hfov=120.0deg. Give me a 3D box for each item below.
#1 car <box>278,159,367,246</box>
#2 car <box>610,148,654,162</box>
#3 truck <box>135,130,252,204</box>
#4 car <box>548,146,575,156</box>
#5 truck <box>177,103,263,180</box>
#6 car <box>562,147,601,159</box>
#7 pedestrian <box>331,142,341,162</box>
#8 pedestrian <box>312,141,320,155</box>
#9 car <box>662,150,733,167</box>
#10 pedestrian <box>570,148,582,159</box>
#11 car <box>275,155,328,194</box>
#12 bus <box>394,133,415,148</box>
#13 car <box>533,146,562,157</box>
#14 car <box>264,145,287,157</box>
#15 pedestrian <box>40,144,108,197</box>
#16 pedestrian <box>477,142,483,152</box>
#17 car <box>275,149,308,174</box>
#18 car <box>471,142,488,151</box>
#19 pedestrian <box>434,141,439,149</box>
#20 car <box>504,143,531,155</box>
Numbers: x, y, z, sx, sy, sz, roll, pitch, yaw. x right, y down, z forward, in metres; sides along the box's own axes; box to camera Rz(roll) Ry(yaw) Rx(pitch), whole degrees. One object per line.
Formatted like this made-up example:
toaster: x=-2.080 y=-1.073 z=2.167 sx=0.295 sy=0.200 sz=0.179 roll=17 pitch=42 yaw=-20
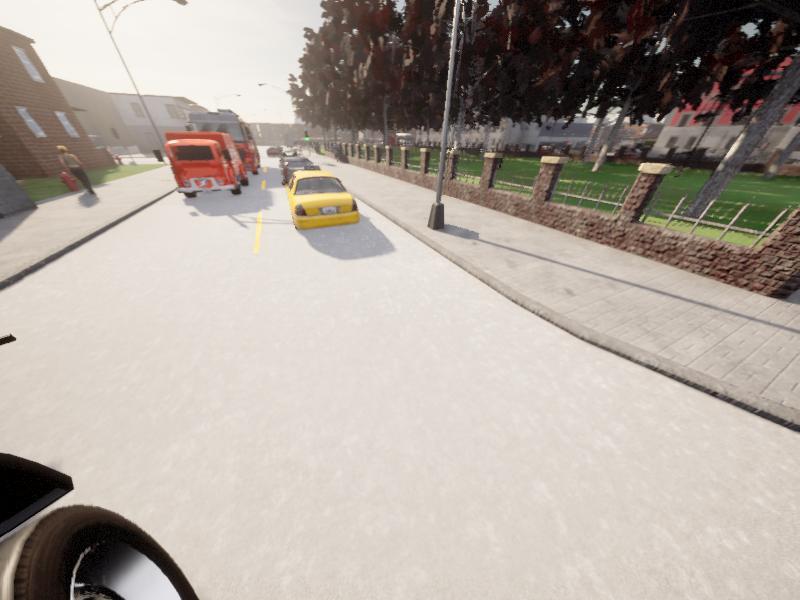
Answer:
car: x=-2.865 y=-3.661 z=7.826 sx=1.801 sy=1.575 sz=5.366 roll=-14 pitch=37 yaw=-20
car: x=33.009 y=-20.744 z=33.030 sx=1.789 sy=1.549 sz=3.705 roll=-14 pitch=37 yaw=-21
truck: x=-9.305 y=-6.673 z=11.279 sx=2.627 sy=2.467 sz=5.204 roll=-14 pitch=37 yaw=-21
car: x=30.993 y=-28.627 z=44.366 sx=1.845 sy=1.501 sz=3.633 roll=-14 pitch=37 yaw=-21
truck: x=-12.848 y=-11.959 z=17.643 sx=2.891 sy=3.827 sz=8.468 roll=-14 pitch=37 yaw=-20
car: x=29.974 y=-24.475 z=38.376 sx=2.007 sy=1.525 sz=4.514 roll=-14 pitch=38 yaw=-21
pedestrian: x=-7.142 y=-16.496 z=25.765 sx=0.751 sy=1.860 sz=0.751 roll=-15 pitch=38 yaw=-21
pedestrian: x=-13.315 y=-24.121 z=36.640 sx=0.751 sy=1.860 sz=0.751 roll=-15 pitch=38 yaw=-21
car: x=35.848 y=-17.215 z=28.049 sx=1.837 sy=1.490 sz=4.892 roll=-15 pitch=38 yaw=-21
pedestrian: x=26.614 y=-22.130 z=34.919 sx=0.751 sy=1.300 sz=0.751 roll=-15 pitch=38 yaw=-21
car: x=-5.854 y=-7.443 z=13.386 sx=2.033 sy=1.411 sz=5.357 roll=-15 pitch=38 yaw=-21
bus: x=1.487 y=-60.801 z=87.848 sx=3.944 sy=4.253 sz=10.273 roll=-15 pitch=39 yaw=-21
car: x=27.347 y=-27.693 z=43.010 sx=1.970 sy=1.475 sz=3.806 roll=-14 pitch=37 yaw=-20
car: x=-19.189 y=-23.130 z=35.773 sx=1.994 sy=1.385 sz=4.181 roll=-5 pitch=35 yaw=-8
pedestrian: x=-13.742 y=-5.502 z=9.829 sx=0.751 sy=1.860 sz=0.751 roll=-20 pitch=40 yaw=-27
pedestrian: x=17.547 y=-33.556 z=50.728 sx=0.751 sy=1.860 sz=0.751 roll=-14 pitch=37 yaw=-20
car: x=-9.039 y=-11.547 z=19.125 sx=1.845 sy=1.501 sz=3.633 roll=-15 pitch=38 yaw=-22
car: x=21.157 y=-40.894 z=61.550 sx=1.905 sy=1.878 sz=3.866 roll=-15 pitch=38 yaw=-21
pedestrian: x=10.345 y=-44.049 z=65.717 sx=0.751 sy=1.860 sz=0.751 roll=-12 pitch=37 yaw=-18
car: x=24.405 y=-31.490 z=48.076 sx=1.932 sy=1.855 sz=4.605 roll=-14 pitch=38 yaw=-21
